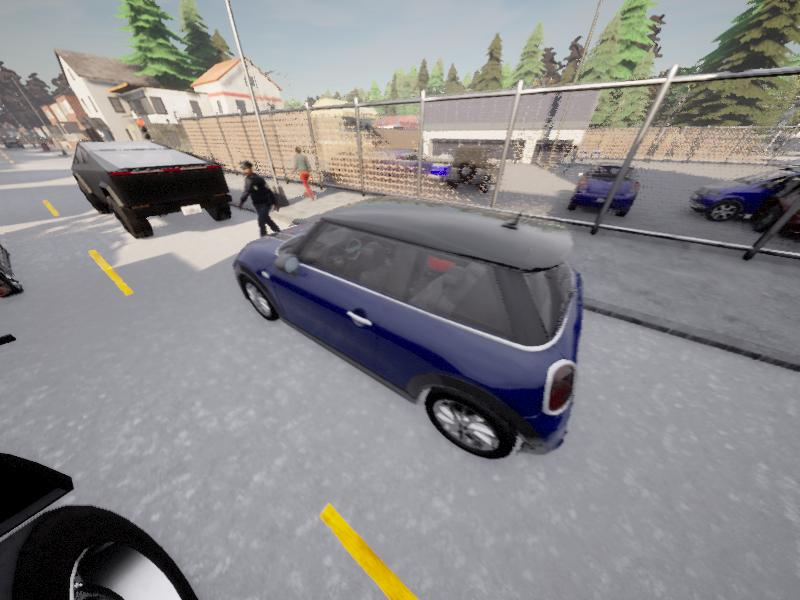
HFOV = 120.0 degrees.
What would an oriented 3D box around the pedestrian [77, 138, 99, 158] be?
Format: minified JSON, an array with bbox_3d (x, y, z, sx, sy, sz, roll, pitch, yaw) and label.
[{"bbox_3d":[-35.896,-17.535,26.607,0.751,1.860,0.751,27,43,33],"label":"pedestrian"}]

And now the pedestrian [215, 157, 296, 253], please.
[{"bbox_3d":[-3.163,-2.135,5.253,0.751,1.860,0.751,11,37,15],"label":"pedestrian"}]

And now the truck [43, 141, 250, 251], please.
[{"bbox_3d":[-7.889,-3.628,7.163,6.274,2.098,2.390,22,41,28],"label":"truck"}]

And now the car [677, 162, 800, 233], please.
[{"bbox_3d":[11.577,-3.074,6.906,3.705,1.547,1.789,22,40,27],"label":"car"}]

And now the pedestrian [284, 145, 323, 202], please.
[{"bbox_3d":[-3.733,-4.922,9.020,0.751,1.860,0.751,29,44,34],"label":"pedestrian"}]

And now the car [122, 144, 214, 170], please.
[{"bbox_3d":[-20.102,-12.727,20.356,1.930,1.638,5.238,25,42,31],"label":"car"}]

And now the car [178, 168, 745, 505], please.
[{"bbox_3d":[-0.232,-0.438,2.971,4.553,1.767,2.097,22,41,27],"label":"car"}]

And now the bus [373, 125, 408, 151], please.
[{"bbox_3d":[-2.212,-36.171,51.468,3.944,4.253,10.273,-16,39,-19],"label":"bus"}]

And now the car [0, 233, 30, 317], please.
[{"bbox_3d":[-8.189,-0.657,3.579,4.181,1.385,1.994,22,41,27],"label":"car"}]

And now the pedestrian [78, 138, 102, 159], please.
[{"bbox_3d":[-34.065,-16.677,25.407,0.751,1.860,0.751,27,43,33],"label":"pedestrian"}]

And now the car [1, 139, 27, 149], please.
[{"bbox_3d":[-76.936,-31.092,45.992,4.974,1.542,2.038,22,40,27],"label":"car"}]
